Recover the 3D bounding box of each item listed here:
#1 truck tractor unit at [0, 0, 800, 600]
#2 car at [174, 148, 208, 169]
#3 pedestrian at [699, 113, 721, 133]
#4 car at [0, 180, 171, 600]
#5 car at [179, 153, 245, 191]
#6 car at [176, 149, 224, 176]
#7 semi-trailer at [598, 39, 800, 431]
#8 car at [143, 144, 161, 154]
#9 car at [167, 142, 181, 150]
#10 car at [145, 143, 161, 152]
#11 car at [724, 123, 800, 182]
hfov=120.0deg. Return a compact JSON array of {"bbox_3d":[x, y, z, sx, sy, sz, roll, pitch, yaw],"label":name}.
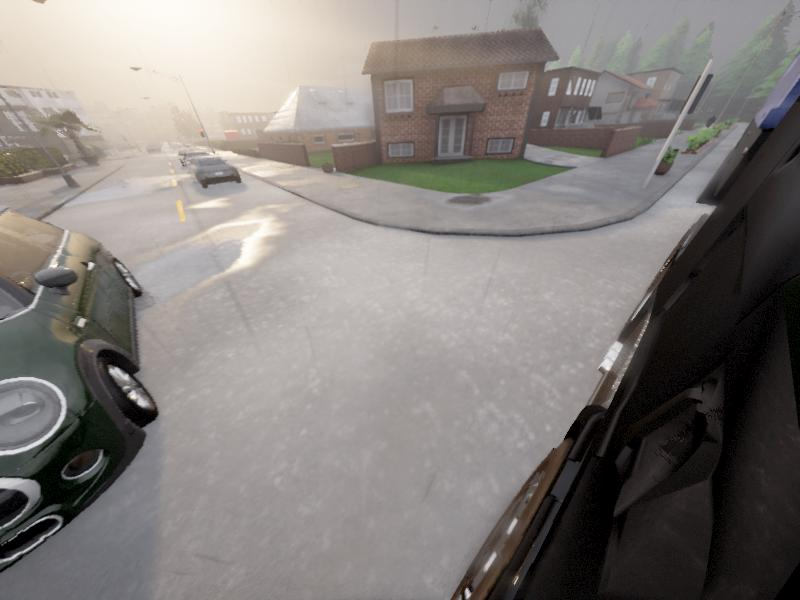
[{"bbox_3d":[2.645,-0.295,0.351,6.516,4.208,3.053,-28,44,-30],"label":"truck tractor unit"},{"bbox_3d":[-20.540,-13.947,22.644,1.895,1.301,4.718,-27,43,-29],"label":"car"},{"bbox_3d":[38.227,-21.819,28.508,0.751,1.860,0.751,-28,43,-29],"label":"pedestrian"},{"bbox_3d":[-4.203,0.293,2.066,2.097,1.767,4.553,-32,46,-33],"label":"car"},{"bbox_3d":[-10.863,-7.501,13.303,1.994,1.385,4.181,-30,45,-32],"label":"car"},{"bbox_3d":[-15.917,-10.991,18.294,2.033,1.411,5.357,-28,44,-30],"label":"car"},{"bbox_3d":[8.689,-3.616,4.230,14.254,4.402,2.717,-28,44,-30],"label":"semi-trailer"},{"bbox_3d":[-51.409,-31.374,47.974,1.994,1.385,4.181,-28,44,-30],"label":"car"},{"bbox_3d":[-62.171,-42.401,63.502,2.152,1.651,5.027,-28,44,-30],"label":"car"},{"bbox_3d":[-58.642,-36.393,54.972,1.930,1.638,5.238,-28,44,-30],"label":"car"},{"bbox_3d":[16.099,-6.441,9.838,5.238,1.638,1.930,-28,43,-30],"label":"car"}]
